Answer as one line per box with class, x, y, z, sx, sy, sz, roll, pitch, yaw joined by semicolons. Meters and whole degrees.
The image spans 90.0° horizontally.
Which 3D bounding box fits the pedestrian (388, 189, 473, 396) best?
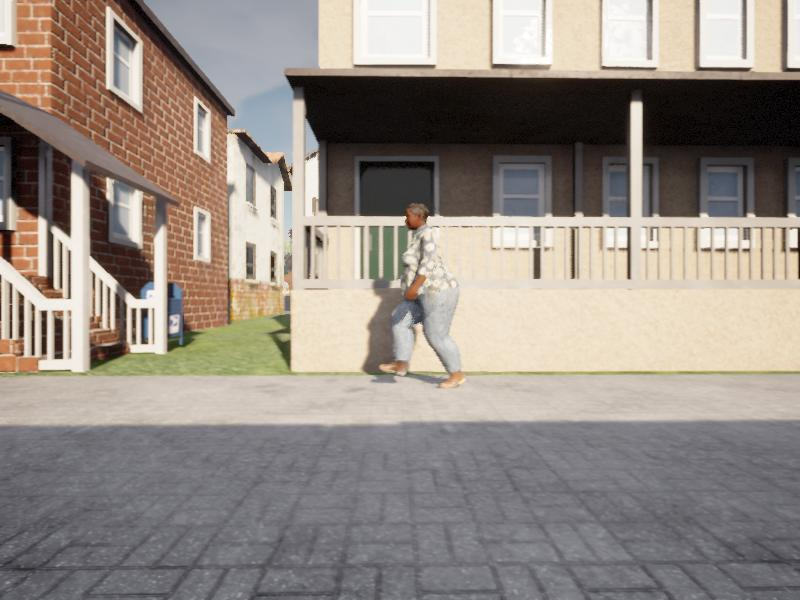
pedestrian;0.267;-0.067;3.999;0.751;1.860;0.751;0;0;-3
